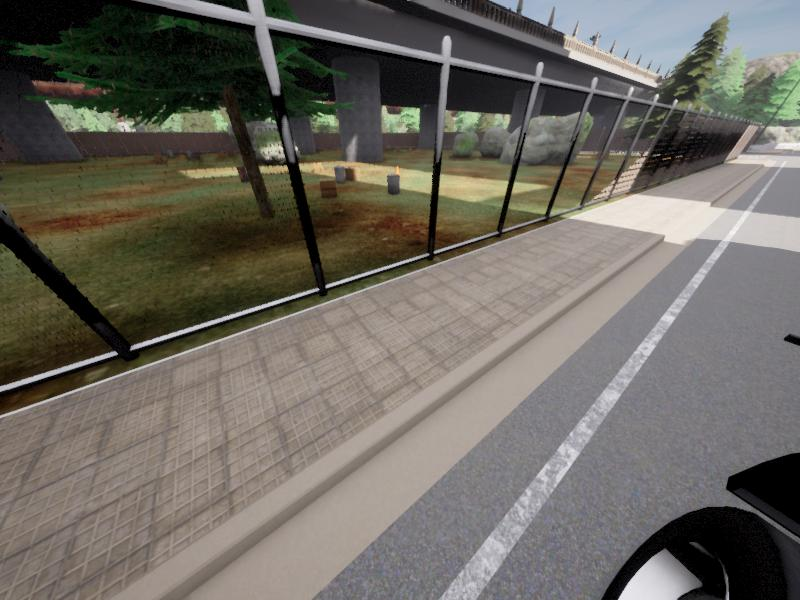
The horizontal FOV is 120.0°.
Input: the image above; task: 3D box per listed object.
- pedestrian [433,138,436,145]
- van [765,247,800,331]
[{"bbox_3d":[10.746,-49.667,72.523,0.751,1.860,0.751,11,37,16],"label":"pedestrian"},{"bbox_3d":[8.081,-0.806,3.201,4.480,2.038,2.069,-23,41,-24],"label":"van"}]
